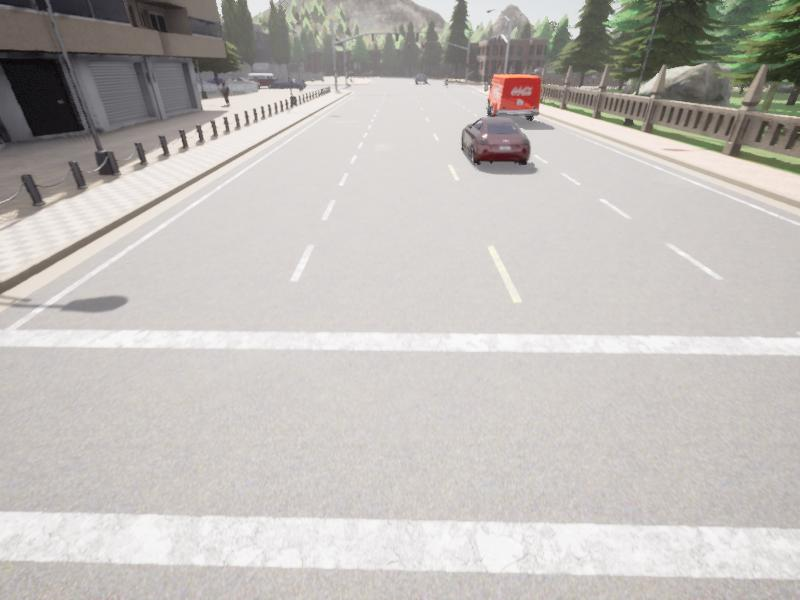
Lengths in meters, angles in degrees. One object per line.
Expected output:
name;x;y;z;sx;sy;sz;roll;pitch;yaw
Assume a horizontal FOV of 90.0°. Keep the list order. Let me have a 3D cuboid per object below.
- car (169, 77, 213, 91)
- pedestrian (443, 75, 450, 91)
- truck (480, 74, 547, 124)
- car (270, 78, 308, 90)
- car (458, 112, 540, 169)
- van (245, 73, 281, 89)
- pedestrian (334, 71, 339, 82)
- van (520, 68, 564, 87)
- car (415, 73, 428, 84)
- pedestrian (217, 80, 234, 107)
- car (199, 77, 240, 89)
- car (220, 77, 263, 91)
car;-29.872;-30.946;57.279;4.856;1.649;2.033;0;30;0
pedestrian;6.186;-28.855;53.184;0.751;1.860;0.751;0;30;1
truck;7.008;-12.896;25.474;2.627;2.467;5.204;0;30;0
car;-15.847;-30.889;57.262;4.674;1.442;1.812;1;30;1
car;3.506;-6.106;15.035;1.994;1.385;4.181;0;30;0
van;-20.584;-32.928;60.176;4.480;2.038;2.069;0;30;0
pedestrian;-12.697;-44.491;79.626;0.751;1.860;0.751;-3;31;-5
van;22.299;-35.069;63.017;5.915;2.561;1.988;0;30;0
car;3.924;-41.537;75.059;2.152;1.651;5.027;0;30;0
pedestrian;-14.029;-16.630;32.224;0.751;1.860;0.751;-4;31;-7
car;-27.181;-32.691;60.317;5.008;1.535;1.882;0;30;0
car;-22.647;-30.970;57.273;5.027;1.651;2.152;0;30;0
